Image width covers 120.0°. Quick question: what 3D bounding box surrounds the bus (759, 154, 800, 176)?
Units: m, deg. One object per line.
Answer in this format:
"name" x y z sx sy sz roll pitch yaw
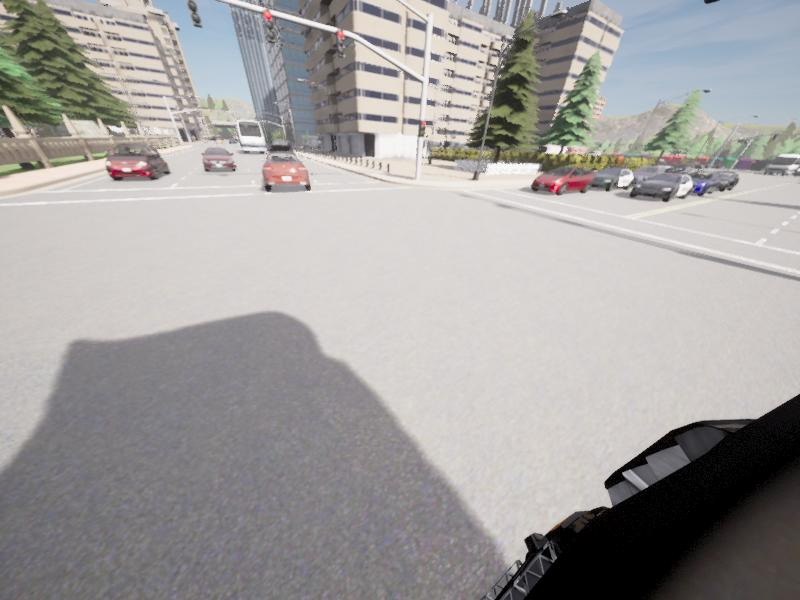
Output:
"bus" 92.483 -32.359 55.453 10.273 4.253 3.944 -15 38 -25

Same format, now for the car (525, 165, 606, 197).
"car" 10.787 -7.861 15.100 4.514 1.525 2.007 -15 38 -25

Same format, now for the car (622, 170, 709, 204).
"car" 17.041 -7.366 14.837 4.974 1.542 2.038 -16 38 -26

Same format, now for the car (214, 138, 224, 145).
"car" -56.201 -49.381 71.874 1.801 1.575 5.366 -16 38 -26

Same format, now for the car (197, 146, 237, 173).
"car" -13.720 -10.726 17.566 1.812 1.442 4.674 -16 38 -26

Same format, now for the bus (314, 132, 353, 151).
"bus" -20.167 -48.494 70.774 10.273 4.253 3.944 -16 38 -26

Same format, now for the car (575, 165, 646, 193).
"car" 16.211 -9.379 17.776 4.974 1.542 2.038 -16 38 -26

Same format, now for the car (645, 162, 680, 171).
"car" 61.005 -31.219 53.869 2.128 1.511 4.902 -16 38 -26

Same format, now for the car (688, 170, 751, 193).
"car" 28.590 -10.671 20.671 4.902 1.511 2.128 -16 38 -26

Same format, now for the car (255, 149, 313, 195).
"car" -6.306 -7.152 12.645 2.152 1.651 5.027 -12 37 -21

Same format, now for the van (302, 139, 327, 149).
"van" -26.452 -48.296 71.635 6.366 2.431 2.351 -16 38 -26

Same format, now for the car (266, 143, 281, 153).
"car" -24.166 -28.986 43.973 1.816 1.474 4.193 -16 38 -26

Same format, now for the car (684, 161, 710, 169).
"car" 84.561 -38.526 65.913 1.905 1.878 3.866 -16 38 -26

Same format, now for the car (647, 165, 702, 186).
"car" 28.313 -12.909 23.845 4.611 1.667 2.242 -16 38 -26

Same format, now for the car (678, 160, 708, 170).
"car" 82.030 -37.839 64.688 1.932 1.855 4.605 -16 38 -26

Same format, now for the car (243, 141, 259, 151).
"car" -29.601 -30.544 45.847 2.128 1.511 4.902 -16 38 -26

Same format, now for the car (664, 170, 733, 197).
"car" 23.081 -9.096 17.886 4.514 1.525 2.007 -16 38 -26

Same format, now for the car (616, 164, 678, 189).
"car" 22.230 -11.145 20.785 4.856 1.649 2.033 -16 38 -26

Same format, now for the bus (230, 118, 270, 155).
"bus" -24.529 -26.528 37.783 3.944 4.253 10.273 -16 38 -26

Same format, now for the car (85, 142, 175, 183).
"car" -14.636 -7.748 12.907 1.851 1.617 3.988 -14 38 -24

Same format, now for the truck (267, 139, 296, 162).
"truck" -14.564 -18.715 28.828 2.390 2.098 6.274 -9 36 -17
